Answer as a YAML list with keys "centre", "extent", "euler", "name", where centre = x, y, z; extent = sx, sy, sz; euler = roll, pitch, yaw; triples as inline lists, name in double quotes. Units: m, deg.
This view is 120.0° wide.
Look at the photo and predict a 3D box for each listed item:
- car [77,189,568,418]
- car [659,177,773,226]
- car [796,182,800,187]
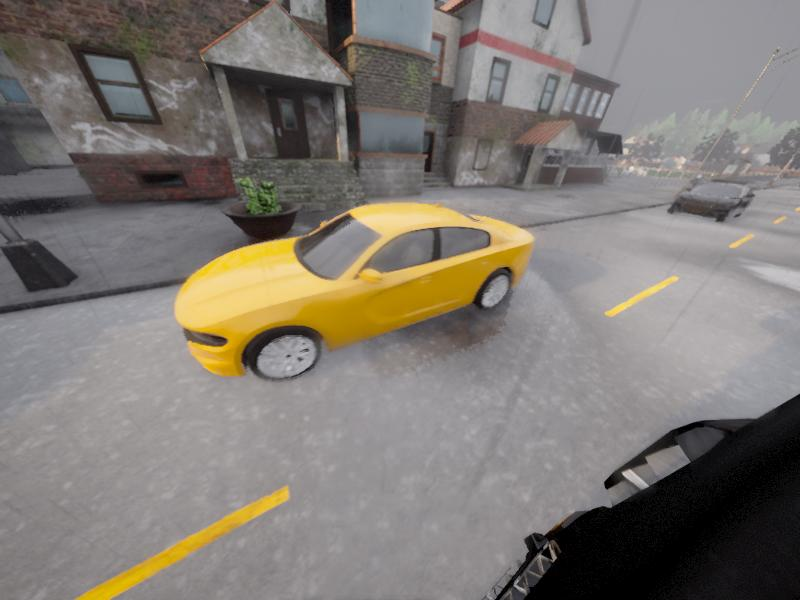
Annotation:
- centre: [-0.163, -0.600, 3.493]
  extent: [5.008, 1.535, 1.882]
  euler: [-15, 38, -25]
  name: "car"
- centre: [15.255, -4.892, 11.145]
  extent: [5.238, 1.638, 1.930]
  euler: [-15, 38, -26]
  name: "car"
- centre: [59.368, -16.836, 33.004]
  extent: [5.357, 1.411, 2.033]
  euler: [-15, 38, -26]
  name: "car"
